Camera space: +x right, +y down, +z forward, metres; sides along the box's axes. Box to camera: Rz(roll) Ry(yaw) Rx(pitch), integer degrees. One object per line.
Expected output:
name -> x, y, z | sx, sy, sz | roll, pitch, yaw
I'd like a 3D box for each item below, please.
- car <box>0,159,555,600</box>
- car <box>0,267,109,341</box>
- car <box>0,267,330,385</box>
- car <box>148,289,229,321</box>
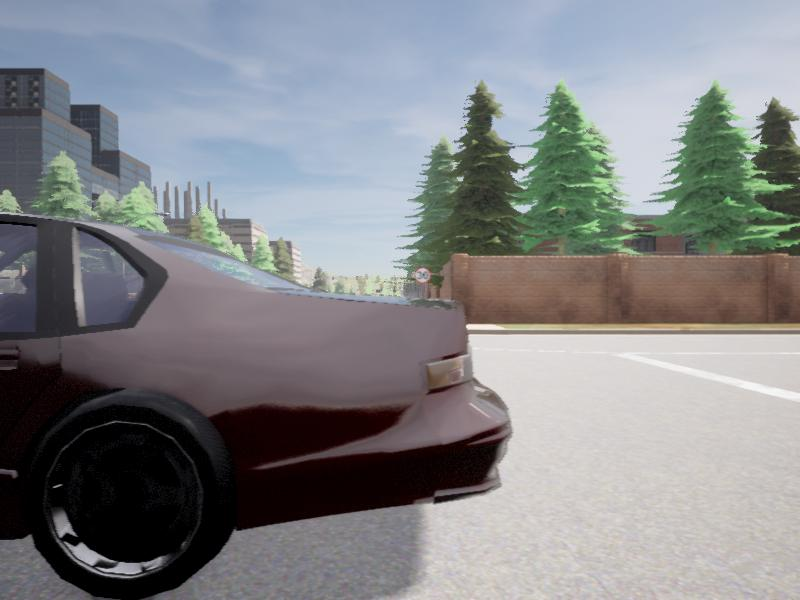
car -> -2.225, 0.297, 2.192 | 5.357, 1.411, 2.033 | 0, 0, 0
car -> -10.783, 0.104, 11.324 | 2.097, 1.767, 4.553 | 0, 0, -5
car -> -3.266, 0.310, 5.694 | 4.181, 1.385, 1.994 | 0, 0, 0
car -> -11.195, 0.237, 21.606 | 2.007, 1.525, 4.514 | 0, 0, 0
